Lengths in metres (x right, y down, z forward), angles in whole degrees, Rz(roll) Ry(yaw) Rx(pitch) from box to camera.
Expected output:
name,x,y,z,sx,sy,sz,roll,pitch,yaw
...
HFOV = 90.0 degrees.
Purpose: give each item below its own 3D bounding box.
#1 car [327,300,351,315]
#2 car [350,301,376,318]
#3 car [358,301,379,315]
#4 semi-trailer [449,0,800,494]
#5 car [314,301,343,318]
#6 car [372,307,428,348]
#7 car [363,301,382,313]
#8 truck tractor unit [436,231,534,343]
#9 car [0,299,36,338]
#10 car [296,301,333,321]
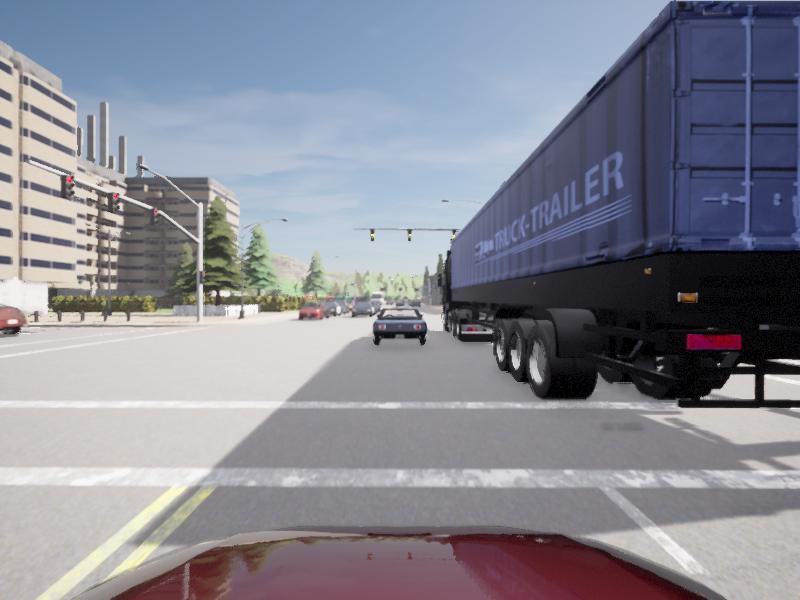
name,x,y,z,sx,sy,sz,roll,pitch,yaw
car,-7.012,0.831,46.712,2.033,1.649,4.856,0,0,0
car,-3.511,0.871,38.692,2.038,1.542,4.974,0,0,0
car,-3.512,0.881,45.675,2.007,1.525,4.514,0,0,0
semi-trailer,3.509,-0.606,10.382,2.717,4.402,14.254,0,0,0
car,-7.011,0.872,39.755,2.038,1.542,4.974,0,0,0
car,-0.004,0.962,15.874,1.895,1.301,4.718,0,0,0
car,-3.515,0.895,52.046,2.128,1.511,4.902,0,0,0
truck tractor unit,3.497,-0.501,18.295,3.053,4.208,6.516,0,0,0
car,-19.528,0.801,17.624,5.027,1.651,2.152,0,0,0
car,-7.072,0.867,33.520,2.007,1.525,4.514,0,0,2
